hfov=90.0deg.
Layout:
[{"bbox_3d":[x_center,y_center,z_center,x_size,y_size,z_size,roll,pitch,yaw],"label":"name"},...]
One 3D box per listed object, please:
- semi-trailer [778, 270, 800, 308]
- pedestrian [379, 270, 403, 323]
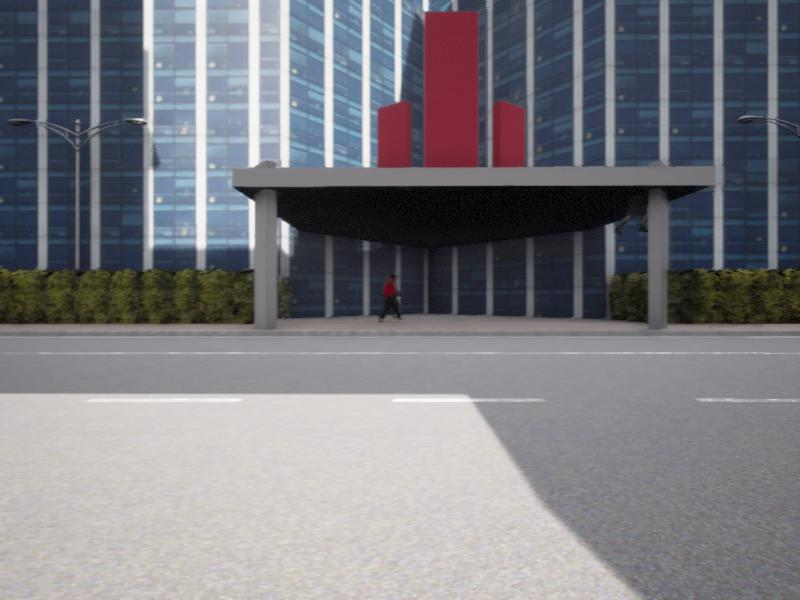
[{"bbox_3d":[46.876,-1.240,41.035,2.717,4.402,14.254,0,0,0],"label":"semi-trailer"},{"bbox_3d":[-0.315,-0.114,14.462,0.751,1.860,0.751,0,0,10],"label":"pedestrian"}]
